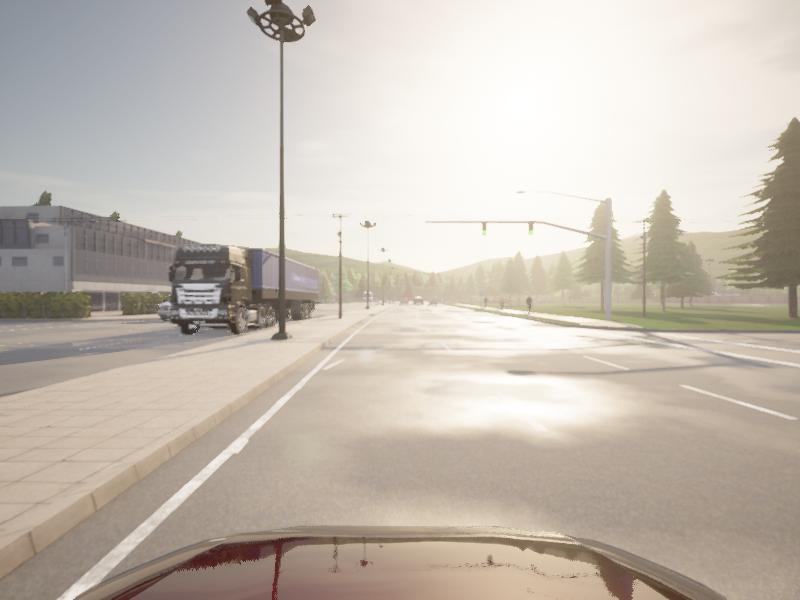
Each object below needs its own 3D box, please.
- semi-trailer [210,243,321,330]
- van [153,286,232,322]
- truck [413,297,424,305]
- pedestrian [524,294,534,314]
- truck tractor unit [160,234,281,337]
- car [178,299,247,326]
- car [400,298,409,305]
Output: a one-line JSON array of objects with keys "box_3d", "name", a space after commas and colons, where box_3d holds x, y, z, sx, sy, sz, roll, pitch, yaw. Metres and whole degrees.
[{"box_3d": [-8.279, -0.710, 27.536, 2.717, 4.402, 14.254, 0, 0, 0], "name": "semi-trailer"}, {"box_3d": [-15.422, 0.277, 30.270, 2.351, 2.431, 6.366, 0, 0, 4], "name": "van"}, {"box_3d": [4.628, 0.204, 100.639, 2.390, 2.098, 6.274, 0, 0, 1], "name": "truck"}, {"box_3d": [12.210, 0.358, 37.802, 0.751, 1.860, 0.751, 0, 0, 3], "name": "pedestrian"}, {"box_3d": [-8.295, -0.589, 19.621, 3.053, 4.208, 6.516, 0, 0, 0], "name": "truck tractor unit"}, {"box_3d": [-11.869, 0.738, 25.799, 2.038, 1.542, 4.974, 0, 1, 1], "name": "car"}, {"box_3d": [1.076, 0.455, 97.560, 2.152, 1.651, 5.027, 0, 0, 1], "name": "car"}]
